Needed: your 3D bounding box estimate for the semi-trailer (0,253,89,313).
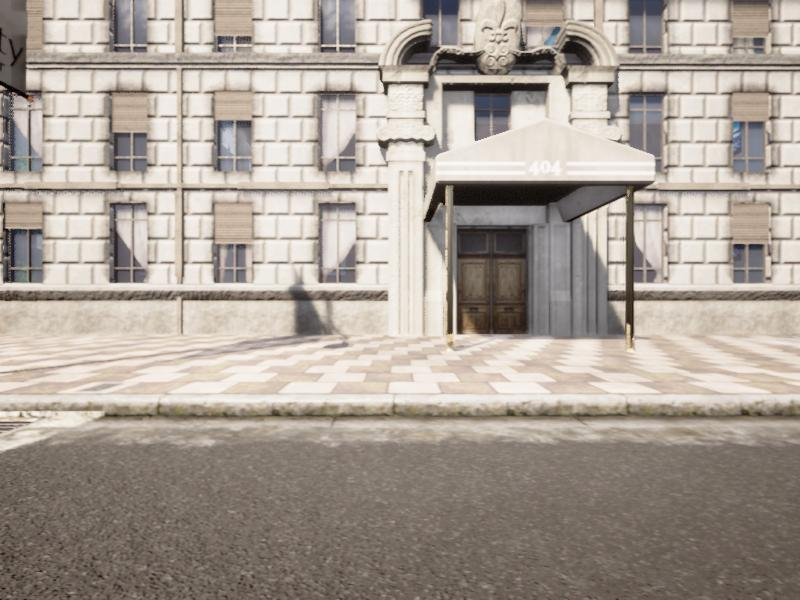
[{"bbox_3d":[-30.645,-1.216,30.341,2.717,4.402,14.254,0,0,1],"label":"semi-trailer"}]
